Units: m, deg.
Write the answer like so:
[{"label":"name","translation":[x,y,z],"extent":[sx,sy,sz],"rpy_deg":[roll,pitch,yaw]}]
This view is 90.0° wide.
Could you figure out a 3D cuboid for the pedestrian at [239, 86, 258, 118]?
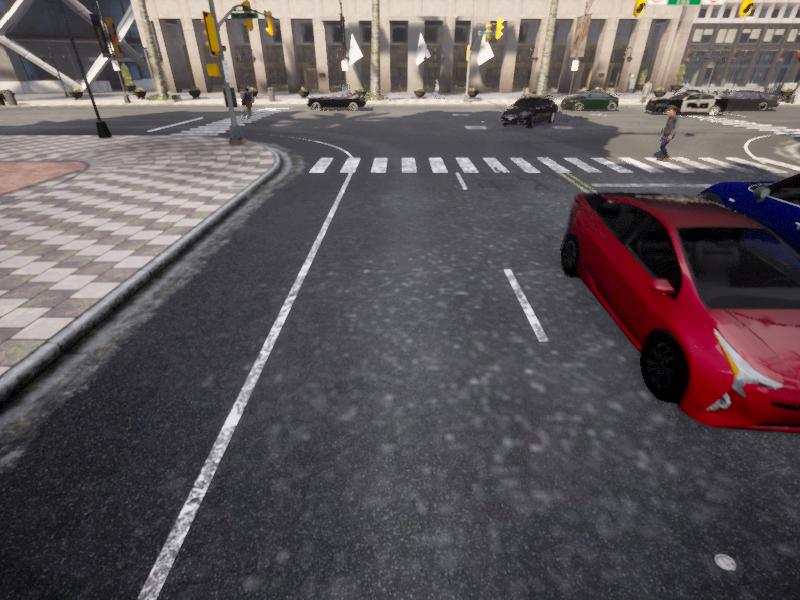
[{"label":"pedestrian","translation":[-10.207,-13.313,26.929],"extent":[0.751,1.860,0.751],"rpy_deg":[-3,30,-6]}]

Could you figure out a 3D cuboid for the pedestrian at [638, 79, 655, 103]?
[{"label":"pedestrian","translation":[22.166,-18.780,35.990],"extent":[0.751,1.860,0.751],"rpy_deg":[24,38,35]}]

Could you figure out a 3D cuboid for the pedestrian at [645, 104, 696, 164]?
[{"label":"pedestrian","translation":[9.545,-5.884,14.204],"extent":[0.751,1.860,0.751],"rpy_deg":[0,30,1]}]

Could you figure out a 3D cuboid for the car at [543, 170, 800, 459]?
[{"label":"car","translation":[3.638,-0.373,5.143],"extent":[2.007,1.525,4.514],"rpy_deg":[0,30,1]}]

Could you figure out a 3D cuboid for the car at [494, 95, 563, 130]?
[{"label":"car","translation":[7.704,-11.207,23.733],"extent":[1.837,1.490,4.892],"rpy_deg":[22,37,35]}]

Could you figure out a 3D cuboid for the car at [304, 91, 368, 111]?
[{"label":"car","translation":[-4.986,-15.814,31.820],"extent":[4.718,1.301,1.895],"rpy_deg":[0,30,0]}]

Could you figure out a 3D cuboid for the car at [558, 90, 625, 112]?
[{"label":"car","translation":[15.064,-15.772,31.677],"extent":[4.181,1.385,1.994],"rpy_deg":[0,30,0]}]

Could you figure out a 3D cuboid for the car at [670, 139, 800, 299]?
[{"label":"car","translation":[7.074,-1.332,6.520],"extent":[2.097,1.767,4.553],"rpy_deg":[0,30,0]}]

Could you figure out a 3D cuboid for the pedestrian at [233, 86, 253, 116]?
[{"label":"pedestrian","translation":[-10.921,-13.885,27.909],"extent":[0.751,1.860,0.751],"rpy_deg":[0,30,0]}]

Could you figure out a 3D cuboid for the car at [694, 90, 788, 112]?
[{"label":"car","translation":[26.803,-15.741,31.598],"extent":[5.357,1.411,2.033],"rpy_deg":[0,30,0]}]

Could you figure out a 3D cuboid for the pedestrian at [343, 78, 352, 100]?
[{"label":"pedestrian","translation":[-5.115,-20.454,38.857],"extent":[0.751,1.860,0.751],"rpy_deg":[-5,31,-8]}]

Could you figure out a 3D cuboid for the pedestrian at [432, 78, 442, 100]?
[{"label":"pedestrian","translation":[3.587,-20.607,39.120],"extent":[0.751,1.860,0.751],"rpy_deg":[-1,30,-2]}]

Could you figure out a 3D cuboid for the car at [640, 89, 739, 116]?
[{"label":"car","translation":[20.485,-14.106,28.551],"extent":[5.238,1.638,1.930],"rpy_deg":[0,30,0]}]
